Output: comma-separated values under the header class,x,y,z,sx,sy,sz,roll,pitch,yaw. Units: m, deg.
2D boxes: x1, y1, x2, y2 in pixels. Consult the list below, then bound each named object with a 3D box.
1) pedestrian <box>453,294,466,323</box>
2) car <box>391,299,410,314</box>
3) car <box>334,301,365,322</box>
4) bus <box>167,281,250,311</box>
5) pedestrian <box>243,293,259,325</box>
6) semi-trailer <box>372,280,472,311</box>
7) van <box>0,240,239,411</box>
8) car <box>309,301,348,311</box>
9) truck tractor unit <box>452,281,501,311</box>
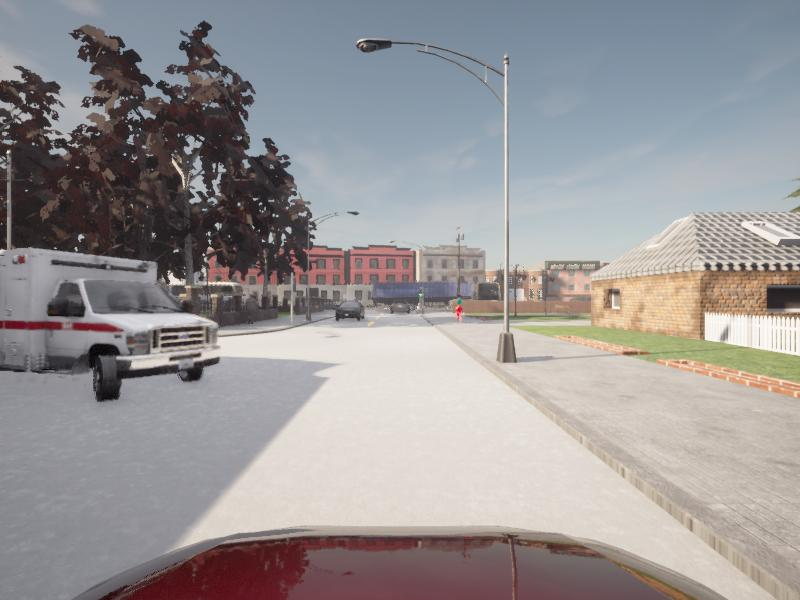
class,x,y,z,sx,sy,sz,roll,pitch,yaw
pedestrian,3.800,0.533,25.720,0.751,1.860,0.751,0,0,1
car,0.088,0.756,48.628,2.242,1.667,4.611,0,0,1
car,-3.932,0.823,32.016,1.882,1.535,5.008,0,0,0
bus,-27.823,-0.534,58.496,10.273,4.253,3.944,0,0,0
pedestrian,-9.027,0.534,24.266,0.751,1.860,0.751,0,0,-5
semi-trailer,3.167,-0.618,58.382,14.254,4.402,2.717,0,0,0
van,-6.604,0.384,7.936,6.366,2.431,2.351,0,-1,21
car,-10.389,0.895,58.242,5.357,1.411,2.033,0,0,3
truck tractor unit,11.083,-0.521,58.389,6.516,4.208,3.053,0,0,0
